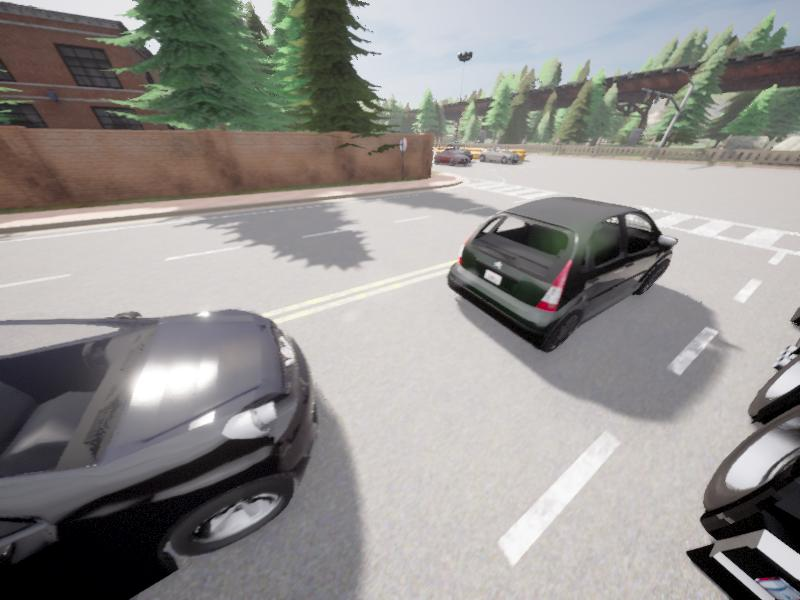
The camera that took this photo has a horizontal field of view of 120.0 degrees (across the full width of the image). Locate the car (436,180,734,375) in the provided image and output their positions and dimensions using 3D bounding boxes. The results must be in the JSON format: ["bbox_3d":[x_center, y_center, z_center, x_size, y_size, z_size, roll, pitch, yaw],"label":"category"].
[{"bbox_3d":[2.821,-0.793,3.761,3.988,1.617,1.851,-18,39,-24],"label":"car"}]

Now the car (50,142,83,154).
[{"bbox_3d":[-57.044,-26.161,39.628,2.033,1.649,4.856,-27,43,-33],"label":"car"}]

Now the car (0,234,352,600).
[{"bbox_3d":[-2.411,0.944,1.288,3.633,1.501,1.845,-18,39,-24],"label":"car"}]

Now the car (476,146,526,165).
[{"bbox_3d":[11.762,-17.254,27.472,2.152,1.651,5.027,-18,39,-24],"label":"car"}]

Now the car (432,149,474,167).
[{"bbox_3d":[5.587,-15.285,24.815,1.994,1.385,4.181,-18,39,-24],"label":"car"}]

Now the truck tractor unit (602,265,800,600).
[{"bbox_3d":[5.112,-0.298,0.785,6.516,4.208,3.053,-18,39,-24],"label":"truck tractor unit"}]

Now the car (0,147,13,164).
[{"bbox_3d":[-41.560,-14.090,22.527,1.837,1.490,4.892,-19,39,-25],"label":"car"}]
